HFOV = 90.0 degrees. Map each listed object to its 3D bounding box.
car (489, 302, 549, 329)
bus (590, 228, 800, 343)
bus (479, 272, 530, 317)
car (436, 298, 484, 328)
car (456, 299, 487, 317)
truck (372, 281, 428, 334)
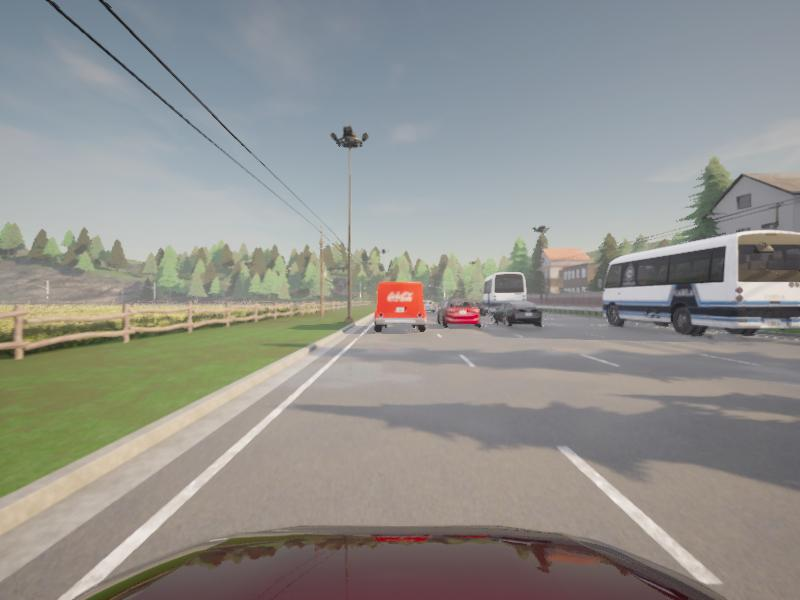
[{"bbox_3d":[7.047,0.844,24.319,2.163,1.488,4.792,0,0,-1],"label":"car"},{"bbox_3d":[13.879,-0.539,19.898,3.944,4.253,10.273,0,0,0],"label":"bus"},{"bbox_3d":[10.932,-0.542,43.143,3.944,4.253,10.273,-1,0,7],"label":"bus"},{"bbox_3d":[3.521,0.749,24.567,2.242,1.667,4.611,0,0,0],"label":"car"},{"bbox_3d":[6.999,0.747,39.672,2.242,1.667,4.611,0,0,0],"label":"car"},{"bbox_3d":[0.013,0.351,21.337,2.627,2.467,5.204,0,0,0],"label":"truck"}]
